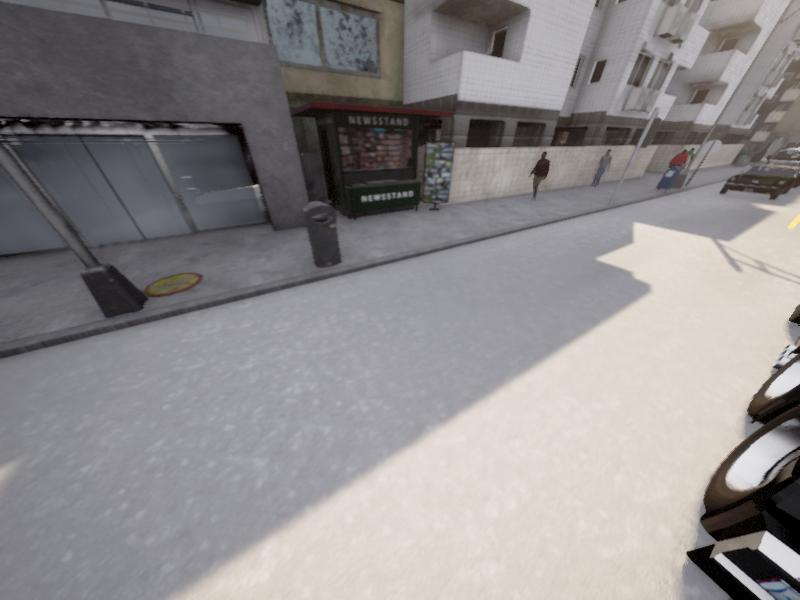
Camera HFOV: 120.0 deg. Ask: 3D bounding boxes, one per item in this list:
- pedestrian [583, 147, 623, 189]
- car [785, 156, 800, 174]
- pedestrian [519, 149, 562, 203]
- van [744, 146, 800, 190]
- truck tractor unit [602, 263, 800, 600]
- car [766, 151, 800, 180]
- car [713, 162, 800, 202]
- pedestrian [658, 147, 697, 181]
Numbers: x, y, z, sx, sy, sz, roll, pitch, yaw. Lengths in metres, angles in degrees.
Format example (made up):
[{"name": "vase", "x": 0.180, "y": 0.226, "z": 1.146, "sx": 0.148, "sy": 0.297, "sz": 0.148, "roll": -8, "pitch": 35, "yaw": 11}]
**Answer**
[{"name": "pedestrian", "x": 10.847, "y": -7.067, "z": 12.401, "sx": 0.751, "sy": 1.860, "sz": 0.751, "roll": -18, "pitch": 39, "yaw": -24}, {"name": "car", "x": 36.873, "y": -12.092, "z": 20.566, "sx": 4.718, "sy": 1.301, "sz": 1.895, "roll": -18, "pitch": 39, "yaw": -25}, {"name": "pedestrian", "x": 5.727, "y": -5.074, "z": 9.493, "sx": 0.751, "sy": 1.860, "sz": 0.751, "roll": -23, "pitch": 41, "yaw": -29}, {"name": "van", "x": 24.626, "y": -8.395, "z": 14.496, "sx": 4.480, "sy": 2.038, "sz": 2.069, "roll": -18, "pitch": 39, "yaw": -24}, {"name": "truck tractor unit", "x": 5.108, "y": -0.304, "z": 0.785, "sx": 6.516, "sy": 4.208, "sz": 3.053, "roll": -18, "pitch": 39, "yaw": -24}, {"name": "car", "x": 31.148, "y": -10.359, "z": 17.698, "sx": 4.611, "sy": 1.667, "sz": 2.242, "roll": -18, "pitch": 39, "yaw": -24}, {"name": "car", "x": 18.838, "y": -6.206, "z": 11.951, "sx": 4.718, "sy": 1.301, "sz": 1.895, "roll": -18, "pitch": 39, "yaw": -24}, {"name": "pedestrian", "x": 18.100, "y": -8.898, "z": 15.096, "sx": 0.751, "sy": 1.860, "sz": 0.751, "roll": -22, "pitch": 40, "yaw": -28}]
